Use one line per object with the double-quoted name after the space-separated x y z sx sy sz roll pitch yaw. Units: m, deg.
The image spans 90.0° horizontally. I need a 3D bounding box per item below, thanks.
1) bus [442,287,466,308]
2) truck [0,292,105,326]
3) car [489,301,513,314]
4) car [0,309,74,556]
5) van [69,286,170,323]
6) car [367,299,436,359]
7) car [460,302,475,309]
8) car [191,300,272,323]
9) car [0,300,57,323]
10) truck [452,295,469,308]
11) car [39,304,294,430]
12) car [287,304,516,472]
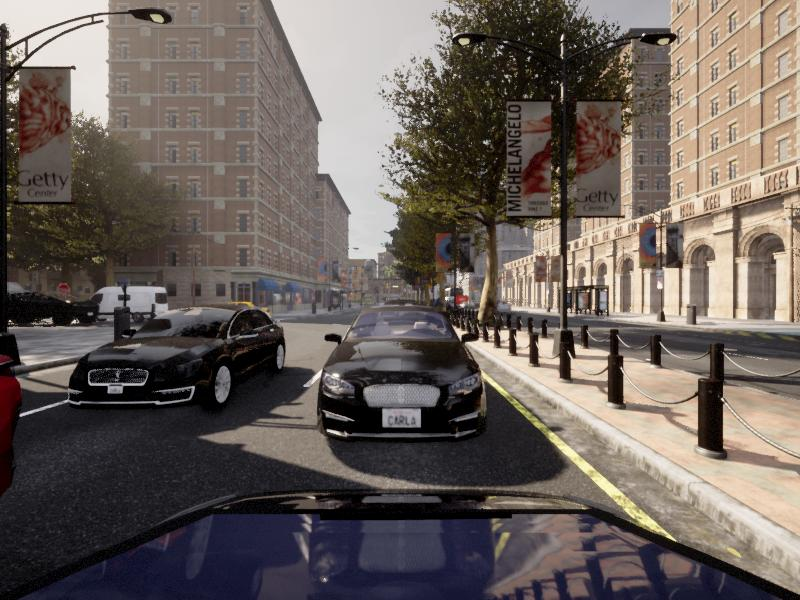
11.676 -0.538 88.180 3.944 4.253 10.273 0 0 0 "bus"
-22.792 0.542 25.398 6.274 2.098 2.390 0 0 -1 "truck"
11.659 0.826 46.474 1.845 1.501 3.633 0 0 0 "car"
-3.495 0.828 0.791 2.007 1.525 4.514 0 0 0 "car"
-20.213 0.322 29.025 5.915 2.561 1.988 0 0 -2 "van"
0.043 0.788 12.806 1.851 1.617 3.988 0 0 0 "car"
11.736 0.942 70.013 1.895 1.301 4.718 0 0 0 "car"
-12.341 0.801 29.645 5.366 1.575 1.801 0 0 -19 "car"
-28.277 0.801 28.894 5.366 1.575 1.801 0 0 -1 "car"
11.763 0.355 78.047 2.627 2.467 5.204 0 0 0 "truck"
-3.503 0.845 7.333 1.837 1.490 4.892 0 0 0 "car"
0.023 0.836 6.166 2.128 1.511 4.902 0 0 0 "car"
